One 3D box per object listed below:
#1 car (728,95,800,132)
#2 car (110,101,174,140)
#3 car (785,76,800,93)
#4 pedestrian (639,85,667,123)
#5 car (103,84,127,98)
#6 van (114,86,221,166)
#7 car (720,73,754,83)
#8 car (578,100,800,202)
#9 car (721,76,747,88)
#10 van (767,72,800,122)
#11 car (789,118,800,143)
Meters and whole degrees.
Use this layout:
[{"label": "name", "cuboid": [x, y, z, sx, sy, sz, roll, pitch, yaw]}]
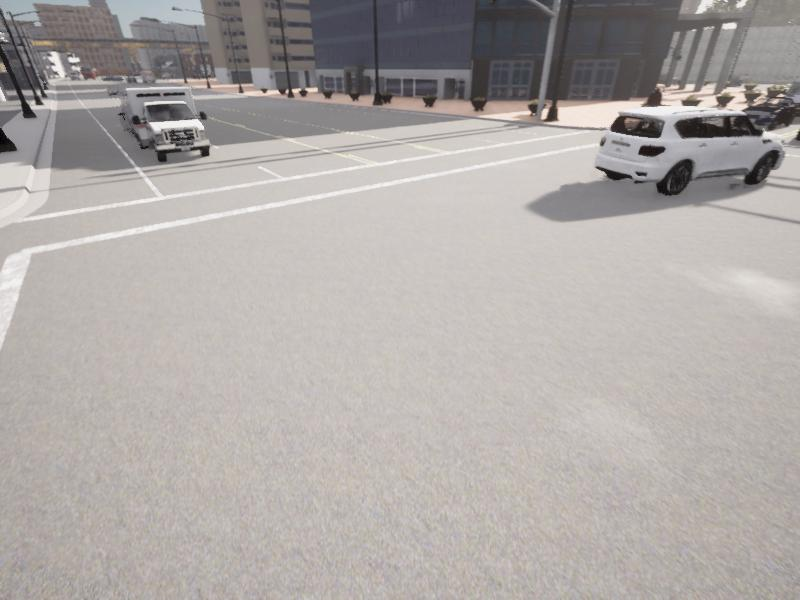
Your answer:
[{"label": "car", "cuboid": [19.956, -10.185, 21.710, 4.193, 1.474, 1.816, -21, 36, -30]}, {"label": "car", "cuboid": [-14.623, -10.225, 22.565, 2.128, 1.511, 4.902, -21, 35, -31]}, {"label": "car", "cuboid": [47.854, -24.639, 45.881, 2.242, 1.667, 4.611, -7, 31, -10]}, {"label": "pedestrian", "cuboid": [14.103, -10.925, 22.322, 0.751, 1.860, 0.751, 19, 35, 29]}, {"label": "car", "cuboid": [-45.494, -33.417, 63.836, 2.242, 1.667, 4.611, -21, 36, -31]}, {"label": "van", "cuboid": [-9.945, -7.555, 16.857, 2.351, 2.431, 6.366, -21, 35, -31]}, {"label": "car", "cuboid": [62.539, -41.299, 74.368, 4.514, 1.525, 2.007, 20, 36, 31]}, {"label": "car", "cuboid": [8.338, -4.395, 11.430, 5.566, 2.045, 2.150, -10, 32, -16]}, {"label": "car", "cuboid": [50.321, -33.031, 60.437, 2.033, 1.411, 5.357, 15, 34, 24]}, {"label": "van", "cuboid": [25.987, -12.909, 25.236, 5.915, 2.561, 1.988, -21, 36, -30]}, {"label": "car", "cuboid": [19.634, -7.950, 17.894, 4.193, 1.474, 1.816, -20, 35, -29]}]
